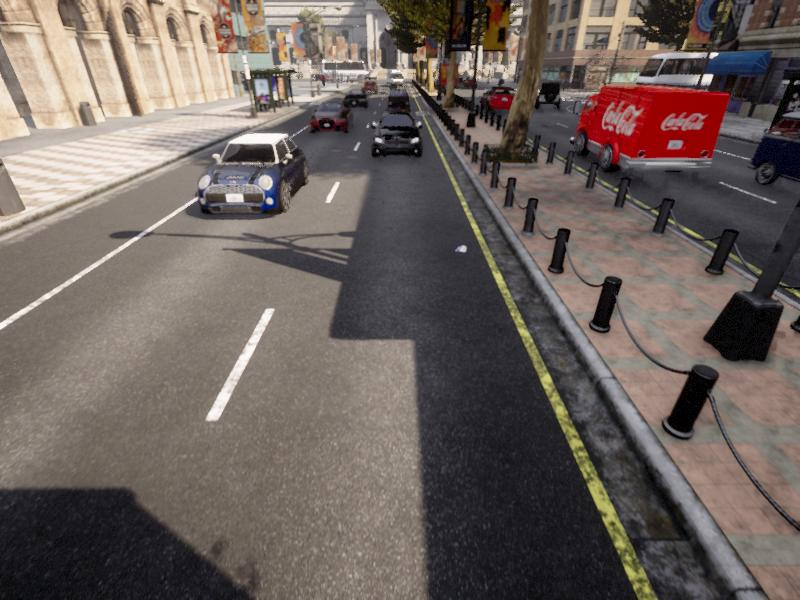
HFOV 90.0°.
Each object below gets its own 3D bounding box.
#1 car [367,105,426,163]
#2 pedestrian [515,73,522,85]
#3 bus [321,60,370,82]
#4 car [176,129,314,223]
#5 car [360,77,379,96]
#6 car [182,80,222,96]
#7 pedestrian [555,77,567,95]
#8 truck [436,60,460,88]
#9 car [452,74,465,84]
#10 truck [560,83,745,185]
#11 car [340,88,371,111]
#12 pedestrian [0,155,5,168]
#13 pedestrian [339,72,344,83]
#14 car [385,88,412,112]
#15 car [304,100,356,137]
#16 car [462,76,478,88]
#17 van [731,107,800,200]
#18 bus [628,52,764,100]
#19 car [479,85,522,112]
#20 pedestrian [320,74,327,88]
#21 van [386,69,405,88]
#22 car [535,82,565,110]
[{"bbox_3d":[-0.114,-6.843,16.193,2.038,1.542,4.974,0,30,0],"label":"car"},{"bbox_3d":[21.078,-39.448,71.280,0.751,1.860,0.751,1,30,2],"label":"pedestrian"},{"bbox_3d":[-12.154,-51.686,90.173,10.273,4.253,3.944,0,30,0],"label":"bus"},{"bbox_3d":[-3.621,-3.332,10.237,1.970,1.475,3.806,0,30,0],"label":"car"},{"bbox_3d":[-3.601,-25.583,47.880,1.905,1.878,3.866,0,30,0],"label":"car"},{"bbox_3d":[-22.924,-24.684,46.556,2.161,1.482,4.786,0,30,0],"label":"car"},{"bbox_3d":[19.291,-25.619,47.929,0.751,1.860,0.751,2,30,4],"label":"pedestrian"},{"bbox_3d":[7.905,-37.899,67.030,2.891,3.827,8.468,0,30,0],"label":"truck"},{"bbox_3d":[11.525,-43.723,79.156,1.930,1.638,5.238,1,30,2],"label":"car"},{"bbox_3d":[7.875,-5.820,13.523,2.627,2.467,5.204,0,31,0],"label":"truck"},{"bbox_3d":[-3.595,-16.612,33.056,1.994,1.385,4.181,0,30,0],"label":"car"},{"bbox_3d":[-13.337,-5.004,12.364,0.751,1.860,0.751,-6,31,-10],"label":"pedestrian"},{"bbox_3d":[-11.613,-44.434,79.799,0.751,1.860,0.751,1,30,1],"label":"pedestrian"},{"bbox_3d":[-0.097,-16.245,32.404,2.033,1.411,5.357,0,30,0],"label":"car"},{"bbox_3d":[-3.614,-9.803,21.410,1.994,1.385,4.181,0,30,0],"label":"car"},{"bbox_3d":[11.401,-35.410,64.971,1.851,1.617,3.988,0,30,0],"label":"car"},{"bbox_3d":[11.369,-3.646,10.274,1.775,1.987,4.442,0,30,0],"label":"van"},{"bbox_3d":[30.796,-23.662,42.268,10.273,4.253,3.944,0,30,-1],"label":"bus"},{"bbox_3d":[7.870,-16.153,31.974,2.242,1.667,4.611,0,30,0],"label":"car"},{"bbox_3d":[-11.802,-33.763,61.547,0.751,1.860,0.751,2,30,4],"label":"pedestrian"},{"bbox_3d":[-0.806,-36.059,65.156,1.988,2.561,5.915,-4,31,-9],"label":"van"},{"bbox_3d":[12.400,-16.959,33.135,1.905,1.878,3.866,9,31,16],"label":"car"}]
